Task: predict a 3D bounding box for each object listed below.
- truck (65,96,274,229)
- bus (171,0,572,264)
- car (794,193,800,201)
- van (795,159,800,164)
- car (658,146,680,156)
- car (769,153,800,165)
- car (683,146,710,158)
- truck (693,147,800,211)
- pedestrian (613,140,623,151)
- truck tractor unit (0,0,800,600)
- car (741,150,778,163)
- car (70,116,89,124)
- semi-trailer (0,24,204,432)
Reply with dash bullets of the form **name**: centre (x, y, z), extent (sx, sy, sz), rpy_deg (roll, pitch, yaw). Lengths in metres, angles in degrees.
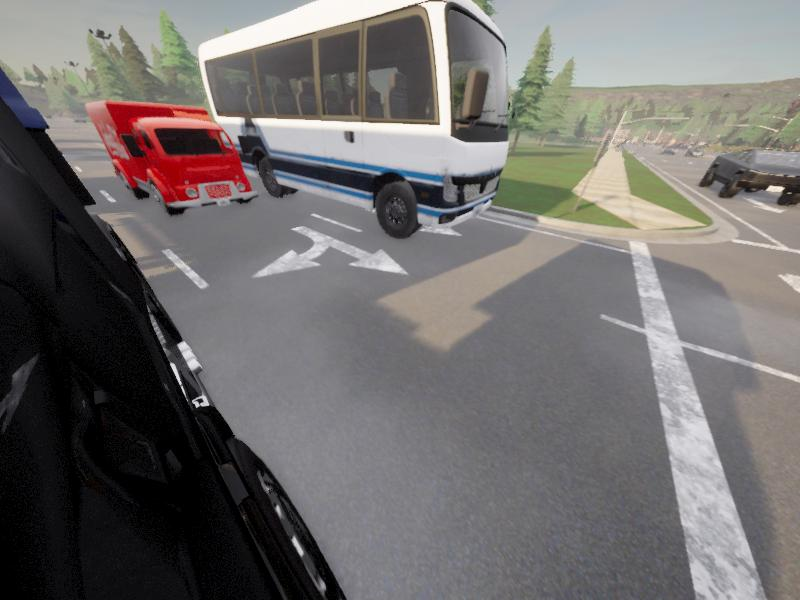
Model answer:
- **truck**: centre (-6.824, -4.351, 7.014), extent (5.204, 2.467, 2.627), rpy_deg (27, 43, 28)
- **bus**: centre (-1.803, -5.332, 7.184), extent (10.273, 4.253, 3.944), rpy_deg (26, 43, 28)
- **car**: centre (20.700, -4.569, 9.867), extent (2.152, 1.651, 5.027), rpy_deg (26, 42, 28)
- **van**: centre (69.672, -23.435, 37.897), extent (2.351, 2.431, 6.366), rpy_deg (26, 42, 28)
- **car**: centre (56.633, -31.491, 48.640), extent (2.038, 1.542, 4.974), rpy_deg (26, 42, 28)
- **car**: centre (67.117, -24.580, 40.096), extent (1.812, 1.442, 4.674), rpy_deg (26, 42, 28)
- **car**: centre (57.563, -28.790, 44.978), extent (2.033, 1.649, 4.856), rpy_deg (26, 42, 28)
- **truck**: centre (18.631, -6.646, 12.129), extent (2.390, 2.098, 6.274), rpy_deg (26, 42, 28)
- **pedestrian**: centre (47.708, -33.723, 50.479), extent (0.751, 1.860, 0.751), rpy_deg (22, 41, 24)
- **truck tractor unit**: centre (-2.645, -0.295, 0.352), extent (6.516, 4.208, 3.053), rpy_deg (28, 44, 30)
- **car**: centre (63.884, -25.630, 41.222), extent (2.038, 1.542, 4.974), rpy_deg (26, 42, 28)
- **car**: centre (-85.729, -48.193, 61.715), extent (4.902, 1.511, 2.128), rpy_deg (26, 43, 28)
- **semi-trailer**: centre (-8.832, -3.502, 4.103), extent (14.254, 4.402, 2.717), rpy_deg (26, 43, 28)
